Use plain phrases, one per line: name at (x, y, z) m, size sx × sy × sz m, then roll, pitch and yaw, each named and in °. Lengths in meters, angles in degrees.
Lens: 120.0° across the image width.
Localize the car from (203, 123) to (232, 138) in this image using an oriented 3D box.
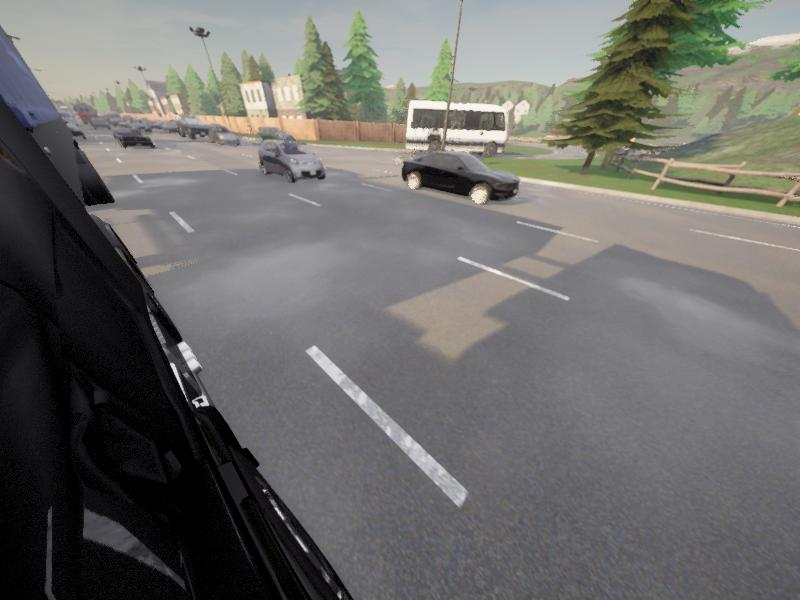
car at (-26.156, -24.229, 33.050) m, size 3.988 × 1.617 × 1.851 m, roll 30°, pitch 44°, yaw 31°

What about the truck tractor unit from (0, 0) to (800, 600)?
truck tractor unit at (-2.645, -0.295, 0.352) m, size 6.516 × 4.208 × 3.053 m, roll 28°, pitch 44°, yaw 30°

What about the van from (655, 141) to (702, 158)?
van at (46.224, -25.113, 38.508) m, size 4.442 × 1.987 × 1.775 m, roll 30°, pitch 45°, yaw 31°

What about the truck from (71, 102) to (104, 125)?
truck at (-72.009, -42.811, 53.131) m, size 8.468 × 3.827 × 2.891 m, roll 30°, pitch 44°, yaw 31°

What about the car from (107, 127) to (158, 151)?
car at (-21.690, -13.097, 18.705) m, size 4.718 × 1.301 × 1.895 m, roll 30°, pitch 44°, yaw 31°

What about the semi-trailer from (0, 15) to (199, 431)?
semi-trailer at (-8.573, -3.688, 4.347) m, size 14.254 × 4.402 × 2.717 m, roll 30°, pitch 44°, yaw 31°

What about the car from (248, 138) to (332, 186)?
car at (-5.132, -6.579, 10.840) m, size 3.633 × 1.501 × 1.845 m, roll 30°, pitch 45°, yaw 31°

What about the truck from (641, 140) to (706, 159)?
truck at (43.198, -24.067, 36.823) m, size 6.274 × 2.098 × 2.390 m, roll 30°, pitch 44°, yaw 31°

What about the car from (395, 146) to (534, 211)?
car at (2.283, -5.175, 9.430) m, size 5.008 × 1.535 × 1.882 m, roll 30°, pitch 44°, yaw 31°

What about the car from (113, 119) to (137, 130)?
car at (-51.522, -32.962, 43.285) m, size 5.357 × 1.411 × 2.033 m, roll 30°, pitch 44°, yaw 31°

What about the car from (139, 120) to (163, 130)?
car at (-48.312, -33.953, 44.814) m, size 5.357 × 1.411 × 2.033 m, roll 30°, pitch 44°, yaw 31°

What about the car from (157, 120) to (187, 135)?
car at (-34.890, -26.402, 35.373) m, size 5.238 × 1.638 × 1.930 m, roll 30°, pitch 45°, yaw 31°

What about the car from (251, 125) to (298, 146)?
car at (-14.433, -19.033, 26.689) m, size 4.553 × 1.767 × 2.097 m, roll 20°, pitch 40°, yaw 21°

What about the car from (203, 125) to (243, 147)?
car at (-18.141, -16.840, 23.677) m, size 3.988 × 1.617 × 1.851 m, roll 30°, pitch 44°, yaw 31°

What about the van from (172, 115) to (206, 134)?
van at (-36.660, -30.552, 40.154) m, size 6.366 × 2.431 × 2.351 m, roll 30°, pitch 45°, yaw 31°

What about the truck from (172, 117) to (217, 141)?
truck at (-25.598, -21.294, 28.750) m, size 6.274 × 2.098 × 2.390 m, roll 30°, pitch 44°, yaw 31°

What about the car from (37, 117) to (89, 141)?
car at (-32.552, -16.603, 22.431) m, size 5.027 × 1.651 × 2.152 m, roll 30°, pitch 44°, yaw 31°

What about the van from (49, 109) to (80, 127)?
van at (-63.594, -34.624, 43.883) m, size 6.366 × 2.431 × 2.351 m, roll 30°, pitch 44°, yaw 31°

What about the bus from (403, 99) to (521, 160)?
bus at (5.615, -17.129, 23.359) m, size 10.273 × 4.253 × 3.944 m, roll 1°, pitch 38°, yaw -2°

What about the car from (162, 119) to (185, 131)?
car at (-46.156, -35.641, 47.015) m, size 5.238 × 1.638 × 1.930 m, roll 30°, pitch 44°, yaw 31°

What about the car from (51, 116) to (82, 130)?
car at (-51.549, -27.369, 35.742) m, size 4.792 × 1.488 × 2.163 m, roll 30°, pitch 44°, yaw 31°

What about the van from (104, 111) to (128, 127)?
van at (-60.910, -38.793, 49.507) m, size 5.915 × 2.561 × 1.988 m, roll 30°, pitch 44°, yaw 31°

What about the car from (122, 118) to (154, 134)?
car at (-39.266, -26.087, 34.649) m, size 4.611 × 1.667 × 2.242 m, roll 30°, pitch 44°, yaw 31°
